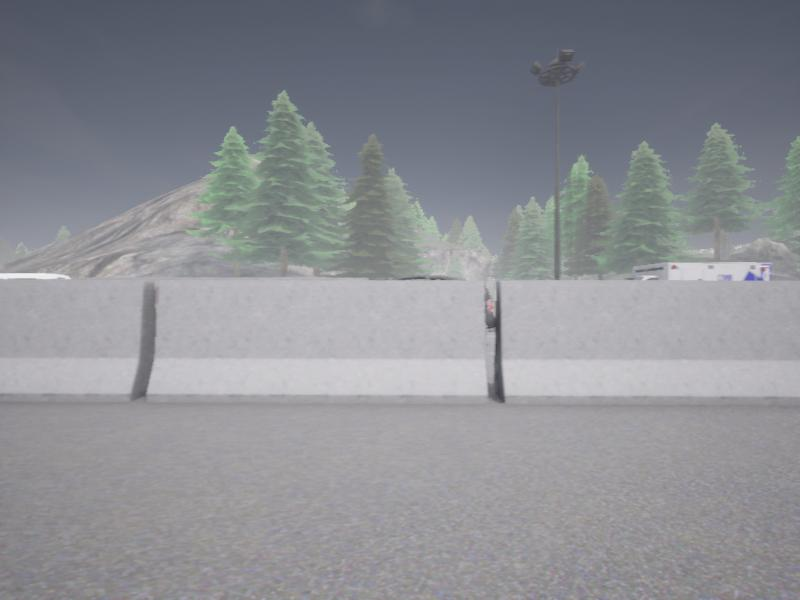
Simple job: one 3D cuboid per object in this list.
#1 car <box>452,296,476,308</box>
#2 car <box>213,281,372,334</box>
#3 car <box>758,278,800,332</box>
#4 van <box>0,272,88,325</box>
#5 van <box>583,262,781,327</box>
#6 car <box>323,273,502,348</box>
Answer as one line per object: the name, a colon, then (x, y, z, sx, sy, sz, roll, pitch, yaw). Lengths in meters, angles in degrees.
car: (8.314, 0.242, 52.314, 2.128, 1.511, 4.902, 0, 0, -2)
car: (-3.217, 0.222, 12.700, 4.514, 1.525, 2.007, 0, 0, 0)
car: (14.663, 0.178, 12.698, 4.611, 1.667, 2.242, 0, 0, 0)
van: (-15.664, -0.053, 16.199, 4.480, 2.038, 2.069, 0, 0, 0)
van: (11.122, -0.207, 16.202, 6.366, 2.431, 2.351, 0, 0, 0)
car: (0.259, 0.216, 9.202, 3.705, 1.549, 1.789, 0, 0, 0)
